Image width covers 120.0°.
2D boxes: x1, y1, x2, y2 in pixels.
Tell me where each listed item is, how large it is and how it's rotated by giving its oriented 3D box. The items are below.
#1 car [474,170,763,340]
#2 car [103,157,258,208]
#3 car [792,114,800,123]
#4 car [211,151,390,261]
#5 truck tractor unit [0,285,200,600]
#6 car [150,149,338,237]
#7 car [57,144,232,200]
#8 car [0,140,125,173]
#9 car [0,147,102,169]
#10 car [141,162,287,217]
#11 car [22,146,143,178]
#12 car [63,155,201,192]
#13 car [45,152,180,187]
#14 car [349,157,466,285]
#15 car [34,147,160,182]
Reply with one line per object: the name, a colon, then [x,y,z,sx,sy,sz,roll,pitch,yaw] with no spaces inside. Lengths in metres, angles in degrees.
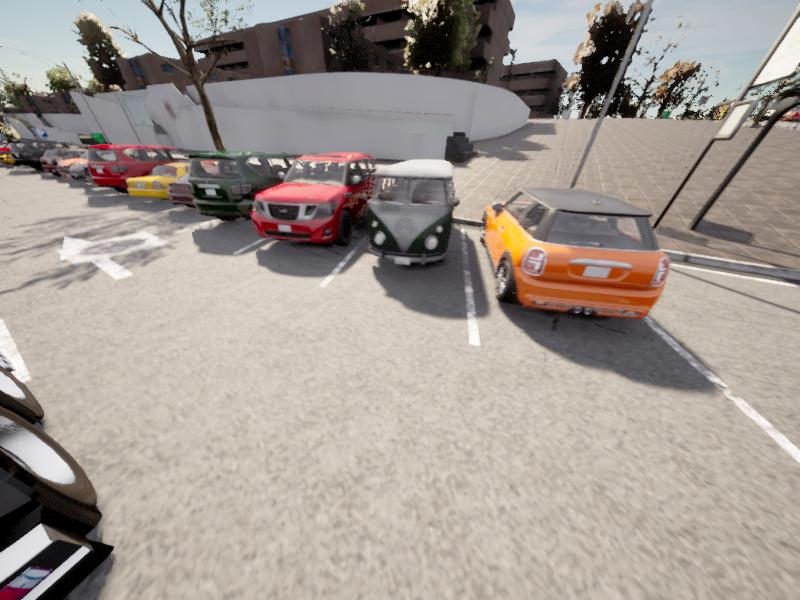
car: [3.054,-1.516,4.883,2.185,1.767,4.553,7,34,8]
car: [-9.896,-5.967,11.289,1.946,1.575,5.366,6,34,8]
car: [54.882,-23.360,28.903,5.566,2.045,2.435,6,41,7]
car: [-2.117,-3.412,7.303,2.435,2.045,5.566,7,34,8]
truck tractor unit: [-5.127,-0.288,0.724,6.516,4.208,3.053,17,38,22]
car: [-4.716,-4.329,8.580,2.435,2.045,5.566,6,34,8]
car: [-12.522,-6.962,12.237,2.435,2.045,5.566,6,34,8]
car: [-28.143,-12.178,19.529,2.435,2.045,5.566,6,34,8]
car: [-33.321,-13.777,22.236,1.946,1.575,5.366,6,34,8]
car: [-7.330,-4.950,9.938,2.002,1.452,4.674,6,34,8]
car: [-22.946,-10.309,17.114,2.185,1.767,4.553,6,34,8]
car: [-15.132,-7.603,13.607,2.163,1.488,4.792,6,34,8]
car: [-17.729,-8.484,14.785,2.231,1.521,4.892,7,34,7]
car: [0.459,-2.453,6.008,1.878,1.987,4.442,7,34,8]
car: [-20.325,-9.474,15.950,2.185,1.767,4.553,7,34,7]
